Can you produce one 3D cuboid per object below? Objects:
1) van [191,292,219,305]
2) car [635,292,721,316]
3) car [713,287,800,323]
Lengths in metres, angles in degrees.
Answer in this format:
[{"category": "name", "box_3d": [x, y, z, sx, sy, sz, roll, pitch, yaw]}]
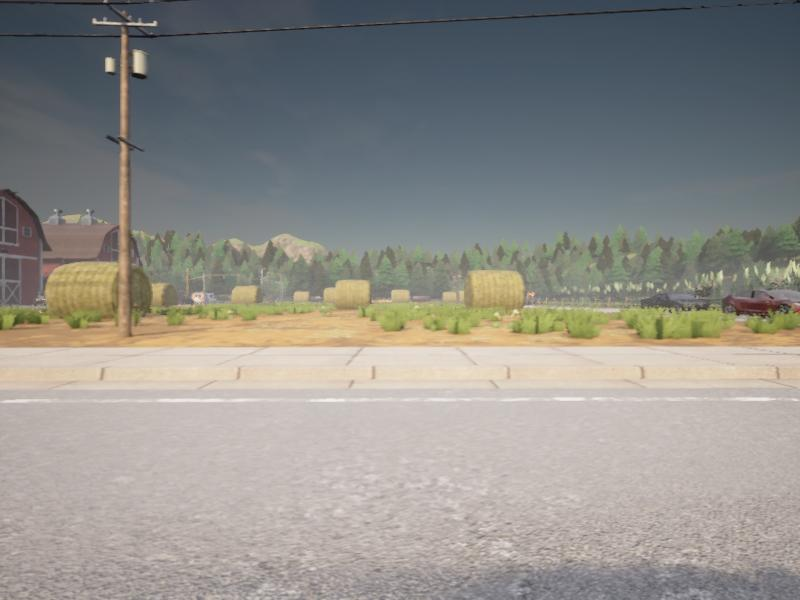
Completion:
[{"category": "van", "box_3d": [-37.025, -0.217, 76.113, 2.351, 2.431, 6.366, 0, 0, -1]}, {"category": "car", "box_3d": [17.786, 0.240, 26.025, 2.033, 1.411, 5.357, 0, 0, 2]}, {"category": "car", "box_3d": [17.486, 0.197, 18.659, 2.163, 1.488, 4.792, 0, 0, 2]}]
